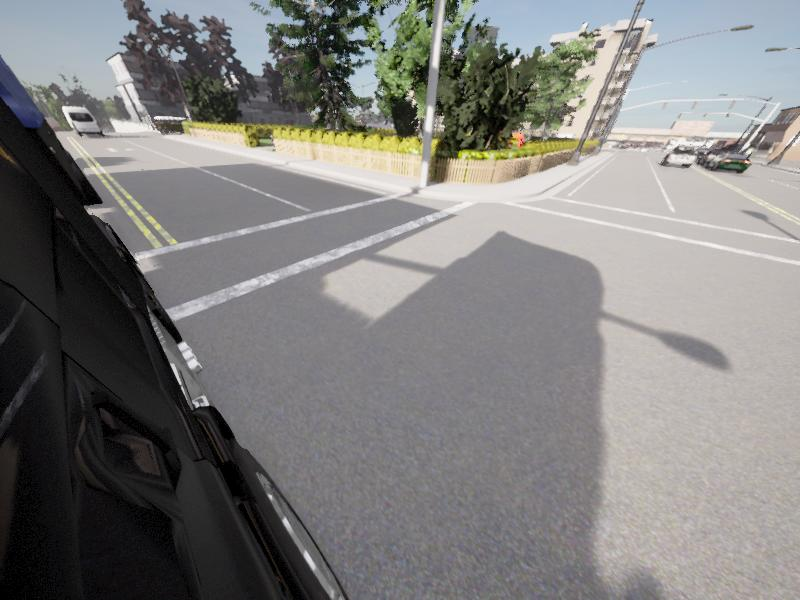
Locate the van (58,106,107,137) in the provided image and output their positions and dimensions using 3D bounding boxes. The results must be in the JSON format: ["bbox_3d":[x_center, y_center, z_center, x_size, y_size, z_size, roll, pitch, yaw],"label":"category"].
[{"bbox_3d":[-35.855,-20.126,26.067,5.915,2.561,1.988,28,44,30],"label":"van"}]

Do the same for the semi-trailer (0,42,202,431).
[{"bbox_3d":[-8.702,-3.608,4.216,14.254,4.402,2.717,28,44,30],"label":"semi-trailer"}]

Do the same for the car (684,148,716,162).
[{"bbox_3d":[41.986,-20.391,32.406,1.812,1.442,4.674,29,44,30],"label":"car"}]

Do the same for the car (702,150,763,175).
[{"bbox_3d":[31.050,-13.032,21.797,2.038,1.542,4.974,28,44,30],"label":"car"}]

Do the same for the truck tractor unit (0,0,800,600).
[{"bbox_3d":[-2.645,-0.295,0.351,6.516,4.208,3.053,28,44,30],"label":"truck tractor unit"}]

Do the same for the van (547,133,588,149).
[{"bbox_3d":[35.083,-33.462,48.582,6.366,2.431,2.351,29,44,30],"label":"van"}]

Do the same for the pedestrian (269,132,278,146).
[{"bbox_3d":[-12.585,-15.969,22.946,0.500,1.100,0.500,-8,38,-15],"label":"pedestrian"}]

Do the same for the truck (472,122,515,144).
[{"bbox_3d":[22.688,-40.956,56.610,8.468,3.827,2.891,30,44,31],"label":"truck"}]

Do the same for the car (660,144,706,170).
[{"bbox_3d":[27.992,-14.341,23.054,1.932,1.855,4.605,29,44,30],"label":"car"}]

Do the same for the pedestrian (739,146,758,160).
[{"bbox_3d":[59.629,-25.183,39.521,0.751,1.860,0.751,22,41,24],"label":"pedestrian"}]

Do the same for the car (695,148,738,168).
[{"bbox_3d":[35.443,-16.034,26.027,1.851,1.617,3.988,28,44,30],"label":"car"}]

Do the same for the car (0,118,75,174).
[{"bbox_3d":[-17.540,-7.271,10.721,4.553,1.767,2.097,28,44,30],"label":"car"}]

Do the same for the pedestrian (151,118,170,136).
[{"bbox_3d":[-30.854,-22.239,29.736,0.751,1.860,0.751,11,38,11],"label":"pedestrian"}]

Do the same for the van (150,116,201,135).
[{"bbox_3d":[-32.453,-25.282,33.576,2.069,2.038,4.480,24,42,27],"label":"van"}]
